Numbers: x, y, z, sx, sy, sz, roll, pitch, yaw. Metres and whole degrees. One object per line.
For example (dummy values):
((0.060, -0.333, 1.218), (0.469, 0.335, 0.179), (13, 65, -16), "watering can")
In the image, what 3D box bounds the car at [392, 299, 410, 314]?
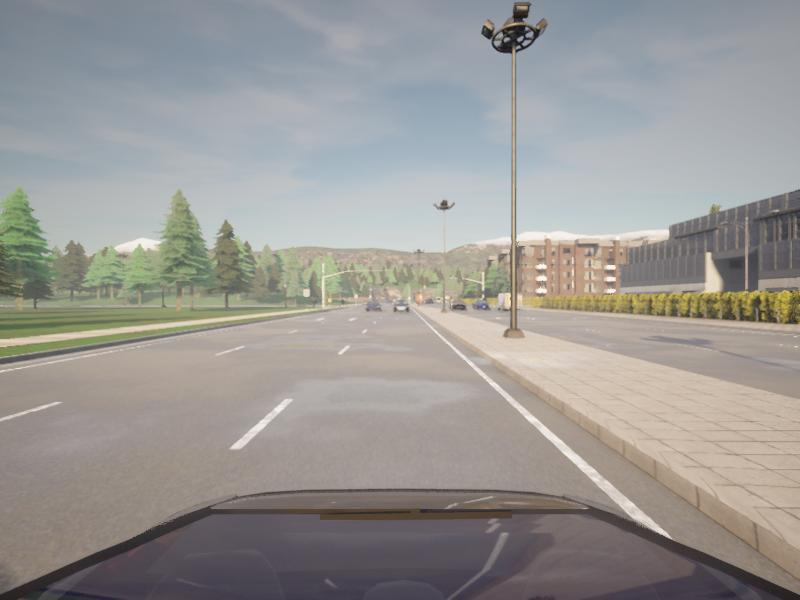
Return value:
((0.168, 0.698, 47.011), (2.033, 1.649, 4.856), (0, 0, 0), "car")

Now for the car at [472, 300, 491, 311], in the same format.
((11.734, 0.771, 58.152), (1.812, 1.442, 4.674), (0, 0, 0), "car")

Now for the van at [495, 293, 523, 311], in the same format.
((15.228, 0.282, 56.329), (2.351, 2.431, 6.366), (0, 0, 0), "van")

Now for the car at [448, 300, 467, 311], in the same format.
((8.233, 0.725, 57.578), (2.038, 1.542, 4.974), (0, 0, 0), "car")

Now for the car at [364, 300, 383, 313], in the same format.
((-3.314, 0.742, 50.159), (2.038, 1.542, 4.974), (0, 0, 0), "car")
